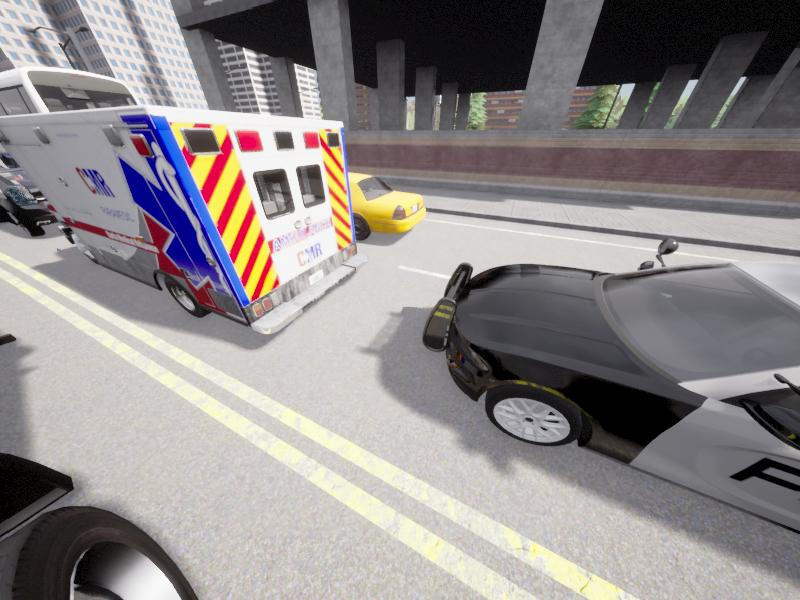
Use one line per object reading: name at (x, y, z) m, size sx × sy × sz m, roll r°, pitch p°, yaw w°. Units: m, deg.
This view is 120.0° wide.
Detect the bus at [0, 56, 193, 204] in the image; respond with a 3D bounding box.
bus at (-16.465, -7.907, 11.321) m, size 10.273 × 4.253 × 3.944 m, roll 15°, pitch 38°, yaw 20°

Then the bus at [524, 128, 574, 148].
bus at (40.042, -43.801, 62.579) m, size 10.273 × 4.253 × 3.944 m, roll 15°, pitch 38°, yaw 20°

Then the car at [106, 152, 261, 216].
car at (-8.371, -4.748, 9.135) m, size 4.611 × 1.667 × 2.242 m, roll 15°, pitch 38°, yaw 20°

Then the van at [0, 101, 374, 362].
van at (-3.896, -1.631, 4.089) m, size 6.366 × 2.431 × 2.351 m, roll 15°, pitch 38°, yaw 20°

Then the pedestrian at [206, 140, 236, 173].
pedestrian at (-12.387, -9.972, 16.044) m, size 0.751 × 1.860 × 0.751 m, roll 11°, pitch 37°, yaw 15°

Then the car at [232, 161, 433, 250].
car at (-1.943, -2.979, 6.749) m, size 5.366 × 1.575 × 1.801 m, roll 15°, pitch 38°, yaw 20°

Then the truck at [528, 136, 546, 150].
truck at (29.487, -34.037, 49.943) m, size 2.615 × 2.467 × 5.204 m, roll 15°, pitch 38°, yaw 20°

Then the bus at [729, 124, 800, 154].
bus at (69.508, -30.380, 43.651) m, size 3.944 × 4.253 × 10.273 m, roll 18°, pitch 39°, yaw 23°

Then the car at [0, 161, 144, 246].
car at (-10.801, -3.113, 6.940) m, size 4.902 × 1.511 × 2.128 m, roll 15°, pitch 38°, yaw 20°

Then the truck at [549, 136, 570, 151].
truck at (33.397, -32.978, 48.467) m, size 2.615 × 2.467 × 5.204 m, roll 15°, pitch 38°, yaw 20°

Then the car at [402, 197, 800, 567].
car at (2.810, 0.498, 1.797) m, size 5.238 × 1.638 × 1.930 m, roll 15°, pitch 38°, yaw 20°

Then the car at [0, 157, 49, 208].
car at (-16.636, -4.703, 9.119) m, size 3.705 × 1.549 × 1.789 m, roll 15°, pitch 38°, yaw 20°
